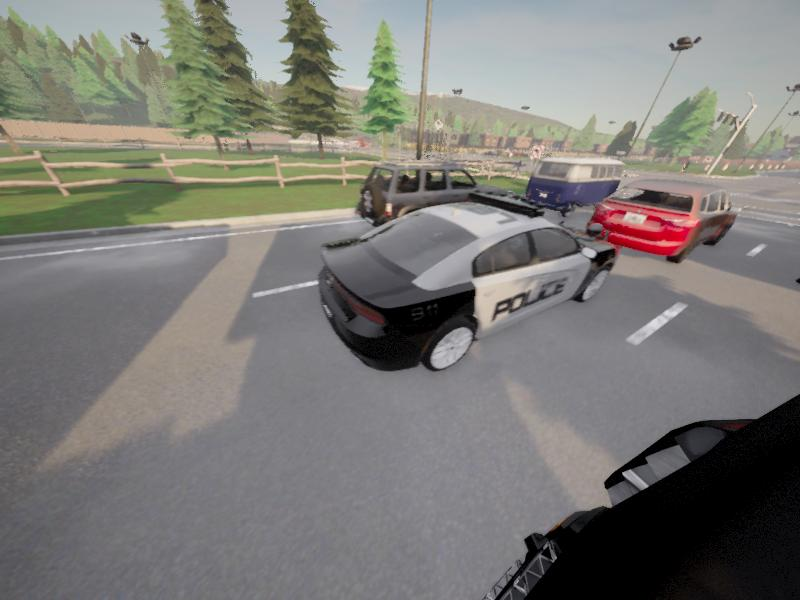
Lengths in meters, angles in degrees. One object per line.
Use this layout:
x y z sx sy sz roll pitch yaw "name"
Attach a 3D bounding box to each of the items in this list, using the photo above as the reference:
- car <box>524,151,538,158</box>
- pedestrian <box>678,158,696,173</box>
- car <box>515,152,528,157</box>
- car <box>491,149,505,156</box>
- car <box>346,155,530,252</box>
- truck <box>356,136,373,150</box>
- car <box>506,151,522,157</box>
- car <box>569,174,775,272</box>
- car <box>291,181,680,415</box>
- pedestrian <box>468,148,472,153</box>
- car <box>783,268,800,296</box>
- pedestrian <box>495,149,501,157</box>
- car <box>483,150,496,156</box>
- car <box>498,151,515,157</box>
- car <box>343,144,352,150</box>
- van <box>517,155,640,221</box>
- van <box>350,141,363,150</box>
45.377 -50.525 80.159 3.866 1.878 1.905 -16 38 -25 "car"
44.799 -21.013 36.085 0.751 1.860 0.751 -13 37 -22 "pedestrian"
43.505 -52.103 82.673 3.988 1.617 1.851 -16 38 -25 "car"
34.565 -51.935 81.498 4.605 1.855 1.932 -16 38 -25 "car"
1.093 -2.958 6.623 4.605 1.855 1.932 -16 38 -25 "car"
-12.853 -56.189 82.786 2.891 3.827 8.468 -16 38 -25 "truck"
37.851 -48.335 76.470 4.553 1.767 2.097 -16 38 -25 "car"
7.549 -2.458 6.513 4.611 1.667 2.242 -16 38 -25 "car"
1.472 -0.719 3.544 5.238 1.638 1.930 -16 38 -25 "car"
27.565 -58.774 90.848 0.751 1.860 0.751 -16 38 -25 "pedestrian"
10.245 -0.821 4.609 4.718 1.301 1.895 -16 38 -25 "car"
27.700 -41.382 65.087 0.751 1.860 0.751 -13 37 -22 "pedestrian"
32.607 -53.466 83.981 4.193 1.474 1.816 -16 38 -25 "car"
36.508 -50.103 79.215 5.366 1.575 1.801 -16 38 -25 "car"
-17.867 -52.283 78.837 1.970 1.475 3.806 -16 38 -25 "car"
7.424 -4.798 9.690 4.442 1.987 1.775 -16 38 -25 "van"
-15.386 -54.188 80.895 2.351 2.431 6.366 -16 38 -25 "van"
